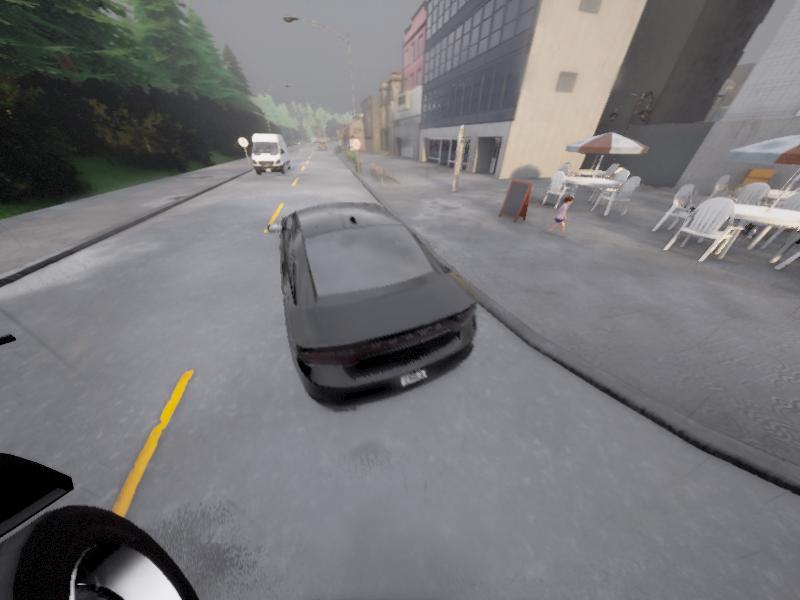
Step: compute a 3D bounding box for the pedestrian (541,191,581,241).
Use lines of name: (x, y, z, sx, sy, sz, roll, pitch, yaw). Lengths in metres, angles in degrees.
pedestrian: (4.189, -2.201, 6.047, 0.500, 1.100, 0.500, 19, 39, 24)

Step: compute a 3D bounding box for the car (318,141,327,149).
car: (-20.790, -41.621, 62.000, 1.932, 1.855, 4.605, -9, 36, -13)

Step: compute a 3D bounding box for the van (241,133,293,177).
van: (-10.126, -11.511, 18.189, 1.988, 2.561, 5.915, -9, 36, -13)

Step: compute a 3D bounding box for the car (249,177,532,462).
car: (-0.881, -0.768, 3.736, 1.882, 1.535, 5.008, -14, 37, -19)
